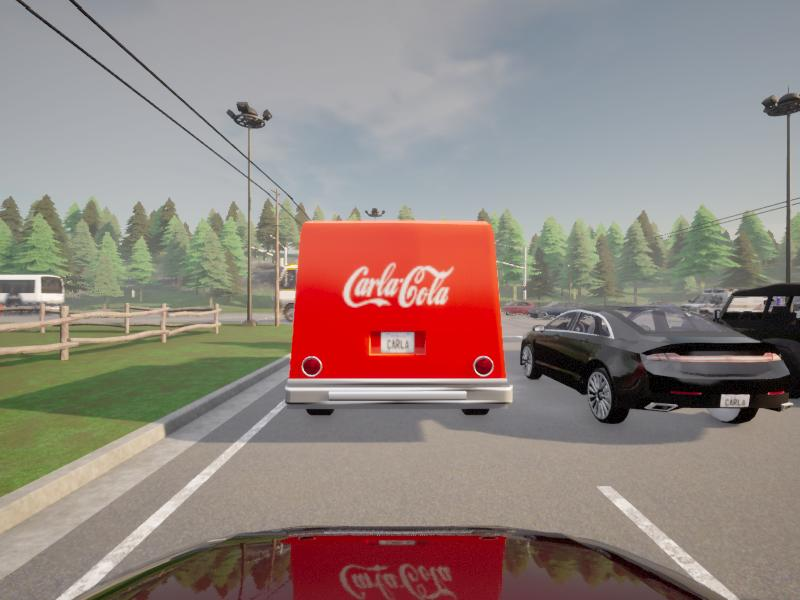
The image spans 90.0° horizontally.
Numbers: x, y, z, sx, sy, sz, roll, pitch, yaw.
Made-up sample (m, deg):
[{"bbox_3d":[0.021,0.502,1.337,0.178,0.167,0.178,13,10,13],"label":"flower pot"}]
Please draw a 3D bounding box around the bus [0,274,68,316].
[{"bbox_3d":[-42.200,-0.534,42.708,10.273,4.253,3.944,0,0,0],"label":"bus"}]

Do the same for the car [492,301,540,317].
[{"bbox_3d":[11.297,0.854,39.265,4.193,1.474,1.816,0,0,0],"label":"car"}]

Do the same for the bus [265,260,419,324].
[{"bbox_3d":[-3.872,-0.534,28.664,10.273,4.253,3.944,0,0,0],"label":"bus"}]

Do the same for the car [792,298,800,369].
[{"bbox_3d":[10.472,0.781,7.069,2.152,1.651,5.027,0,0,0],"label":"car"}]

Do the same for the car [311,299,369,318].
[{"bbox_3d":[-5.274,0.777,35.787,4.856,1.649,2.033,0,0,0],"label":"car"}]

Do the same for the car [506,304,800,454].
[{"bbox_3d":[3.464,0.836,6.582,2.128,1.511,4.902,0,0,0],"label":"car"}]

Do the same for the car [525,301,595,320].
[{"bbox_3d":[12.813,0.851,32.263,4.792,1.488,2.163,0,0,0],"label":"car"}]

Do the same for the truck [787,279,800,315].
[{"bbox_3d":[46.965,-0.322,42.728,8.468,3.827,2.891,0,0,0],"label":"truck"}]

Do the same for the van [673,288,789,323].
[{"bbox_3d":[23.613,0.377,28.752,6.366,2.431,2.351,0,0,0],"label":"van"}]

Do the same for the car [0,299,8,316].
[{"bbox_3d":[-41.934,0.757,39.323,4.611,1.667,2.242,0,0,0],"label":"car"}]

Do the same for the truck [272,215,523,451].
[{"bbox_3d":[-0.037,0.354,6.792,2.627,2.467,5.204,0,0,0],"label":"truck"}]

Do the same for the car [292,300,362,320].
[{"bbox_3d":[-5.816,0.801,32.285,5.366,1.575,1.801,0,0,0],"label":"car"}]

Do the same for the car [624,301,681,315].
[{"bbox_3d":[26.913,0.851,42.746,4.792,1.488,2.163,0,0,0],"label":"car"}]

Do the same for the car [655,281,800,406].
[{"bbox_3d":[6.960,0.646,7.491,1.905,1.878,3.866,0,0,0],"label":"car"}]
